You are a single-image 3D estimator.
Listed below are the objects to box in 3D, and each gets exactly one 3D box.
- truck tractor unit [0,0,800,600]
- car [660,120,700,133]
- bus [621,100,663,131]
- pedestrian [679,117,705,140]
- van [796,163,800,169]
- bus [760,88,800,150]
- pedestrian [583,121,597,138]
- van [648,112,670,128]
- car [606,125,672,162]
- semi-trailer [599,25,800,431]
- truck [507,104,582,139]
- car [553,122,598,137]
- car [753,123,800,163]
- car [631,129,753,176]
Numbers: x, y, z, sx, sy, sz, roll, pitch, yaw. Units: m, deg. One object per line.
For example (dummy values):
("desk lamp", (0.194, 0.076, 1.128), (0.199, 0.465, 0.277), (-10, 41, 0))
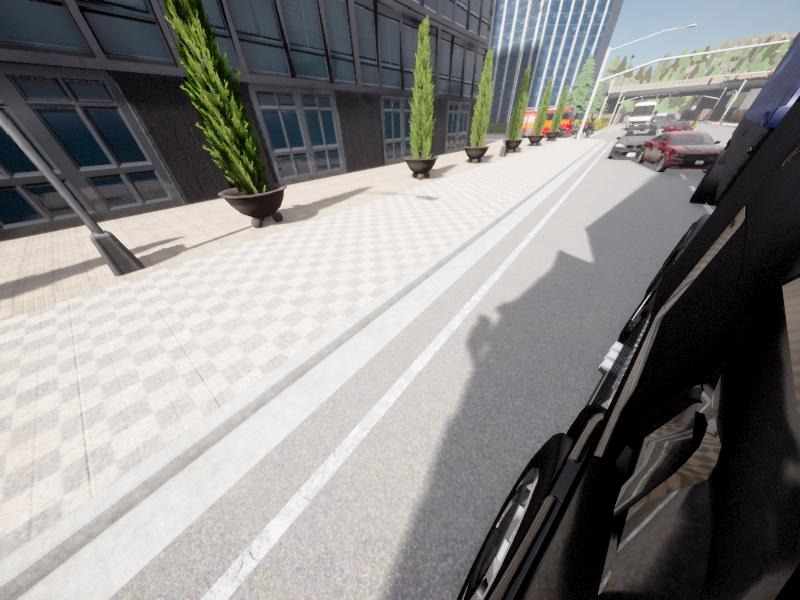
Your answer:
("truck tractor unit", (2.645, -0.295, 0.351), (6.516, 4.208, 3.053), (-28, 44, -30))
("car", (41.798, -25.914, 34.532), (4.181, 1.385, 1.994), (-15, 39, -16))
("bus", (47.628, -36.318, 45.662), (3.944, 4.253, 10.273), (24, 44, 31))
("pedestrian", (30.038, -17.666, 23.790), (0.751, 1.860, 0.751), (12, 39, 19))
("van", (17.142, -5.093, 7.358), (2.351, 2.431, 6.366), (24, 44, 31))
("bus", (29.344, -12.146, 14.503), (3.944, 4.253, 10.273), (24, 44, 31))
("pedestrian", (25.414, -22.790, 30.916), (0.751, 1.860, 0.751), (24, 44, 31))
("van", (55.758, -38.726, 49.807), (1.988, 2.561, 5.915), (24, 44, 31))
("car", (15.294, -10.208, 14.948), (2.242, 1.667, 4.611), (24, 44, 32))
("semi-trailer", (8.613, -3.662, 4.311), (14.254, 4.402, 2.717), (-29, 44, -31))
("truck", (21.622, -27.045, 35.233), (8.468, 3.827, 2.891), (25, 45, 32))
("car", (27.183, -26.463, 35.936), (5.238, 1.638, 1.930), (24, 44, 31))
("car", (21.891, -8.431, 12.290), (2.128, 1.511, 4.902), (24, 44, 31))
("car", (13.770, -7.437, 11.436), (1.882, 1.535, 5.008), (14, 40, 21))
